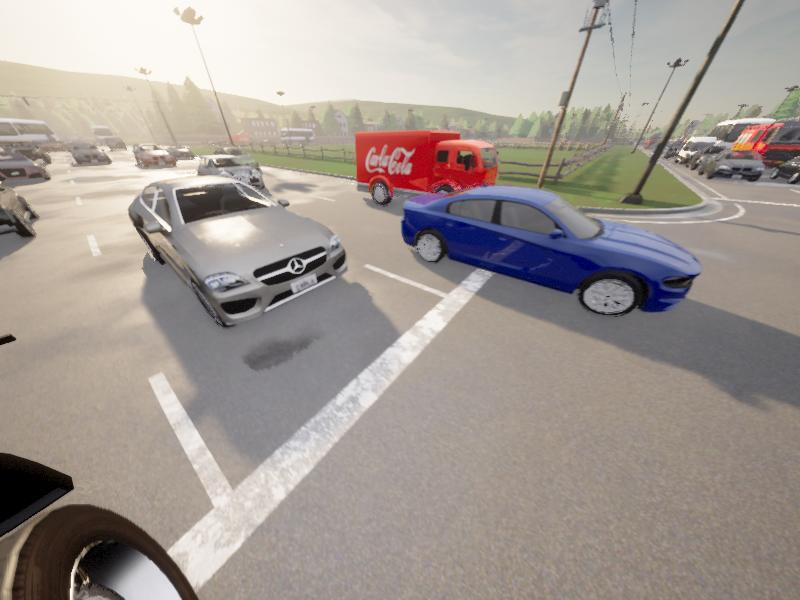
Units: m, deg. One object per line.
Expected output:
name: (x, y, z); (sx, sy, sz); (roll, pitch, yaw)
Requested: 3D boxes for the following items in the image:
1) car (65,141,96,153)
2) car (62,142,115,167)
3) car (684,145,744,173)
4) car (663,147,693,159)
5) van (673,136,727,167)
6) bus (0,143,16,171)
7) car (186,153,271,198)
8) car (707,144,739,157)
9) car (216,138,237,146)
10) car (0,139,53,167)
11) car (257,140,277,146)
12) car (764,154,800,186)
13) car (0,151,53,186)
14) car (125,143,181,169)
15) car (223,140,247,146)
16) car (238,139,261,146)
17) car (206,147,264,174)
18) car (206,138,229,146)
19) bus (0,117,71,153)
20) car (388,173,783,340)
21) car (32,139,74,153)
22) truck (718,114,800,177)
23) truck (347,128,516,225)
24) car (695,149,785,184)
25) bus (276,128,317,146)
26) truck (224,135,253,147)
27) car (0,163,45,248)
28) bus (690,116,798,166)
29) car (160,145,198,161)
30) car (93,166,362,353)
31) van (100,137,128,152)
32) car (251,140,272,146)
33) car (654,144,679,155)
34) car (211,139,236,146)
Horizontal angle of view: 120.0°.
car: (-49.696, -23.922, 36.080); (4.792, 1.488, 2.163); (30, 45, 35)
car: (-29.108, -13.683, 21.591); (4.611, 1.667, 2.242); (26, 42, 31)
car: (28.002, -12.839, 20.853); (1.932, 1.855, 4.605); (25, 42, 31)
car: (40.789, -21.667, 33.987); (1.994, 1.385, 4.181); (25, 42, 31)
van: (32.821, -16.519, 25.558); (1.988, 2.561, 5.915); (25, 43, 31)
bus: (-35.371, -12.615, 17.760); (10.273, 4.253, 3.944); (26, 42, 31)
car: (-8.571, -6.336, 11.547); (3.806, 1.475, 1.970); (26, 42, 31)
car: (55.641, -25.863, 39.885); (1.930, 1.638, 5.238); (25, 42, 31)
car: (-48.528, -44.233, 64.610); (1.905, 1.878, 3.866); (25, 42, 31)
car: (-33.668, -13.360, 20.886); (3.866, 1.878, 1.905); (26, 42, 31)
car: (-38.076, -44.962, 66.217); (1.994, 1.385, 4.181); (26, 42, 31)
car: (26.411, -8.355, 14.794); (1.837, 1.490, 4.892); (25, 42, 31)
car: (-22.619, -7.822, 13.593); (4.181, 1.385, 1.994); (26, 42, 31)
car: (-21.933, -12.843, 20.474); (4.611, 1.667, 2.242); (26, 42, 31)
car: (-45.255, -43.184, 63.484); (2.128, 1.511, 4.902); (25, 42, 31)
car: (-44.646, -46.807, 68.618); (1.882, 1.535, 5.008); (25, 42, 31)
car: (-13.077, -11.135, 18.275); (4.514, 1.525, 2.007); (26, 42, 31)
car: (-53.973, -46.706, 68.254); (2.242, 1.667, 4.611); (25, 42, 31)
bus: (-60.690, -26.675, 37.458); (3.944, 4.253, 10.273); (-18, 39, -23)
car: (2.319, -1.367, 4.552); (5.008, 1.535, 1.882); (23, 41, 29)
car: (-55.636, -24.869, 37.193); (2.242, 1.667, 4.611); (-22, 41, -28)
truck: (32.092, -13.320, 19.891); (2.891, 3.827, 8.468); (25, 42, 31)
truck: (0.932, -4.874, 8.719); (5.204, 2.467, 2.627); (24, 42, 30)
car: (23.339, -9.458, 16.174); (2.242, 1.667, 4.611); (25, 42, 31)
bus: (-31.719, -50.477, 71.623); (3.944, 4.253, 10.273); (25, 42, 31)
truck: (-42.686, -42.189, 61.262); (2.627, 2.467, 5.204); (25, 42, 31)
car: (-11.278, -2.447, 5.921); (3.705, 1.549, 1.789); (26, 42, 31)
bus: (40.164, -19.084, 27.802); (3.944, 4.253, 10.273); (25, 42, 31)
car: (-25.595, -17.099, 26.748); (4.181, 1.385, 1.994); (26, 42, 31)
car: (-3.358, -1.374, 4.426); (5.027, 1.651, 2.152); (24, 42, 30)
van: (-49.645, -27.162, 40.248); (1.775, 1.987, 4.442); (-23, 42, -30)
car: (-40.741, -46.255, 68.089); (1.895, 1.301, 4.718); (25, 42, 31)
car: (51.075, -29.001, 44.386); (2.242, 1.667, 4.611); (25, 42, 31)
car: (-50.970, -45.609, 66.772); (2.152, 1.651, 5.027); (25, 42, 31)
